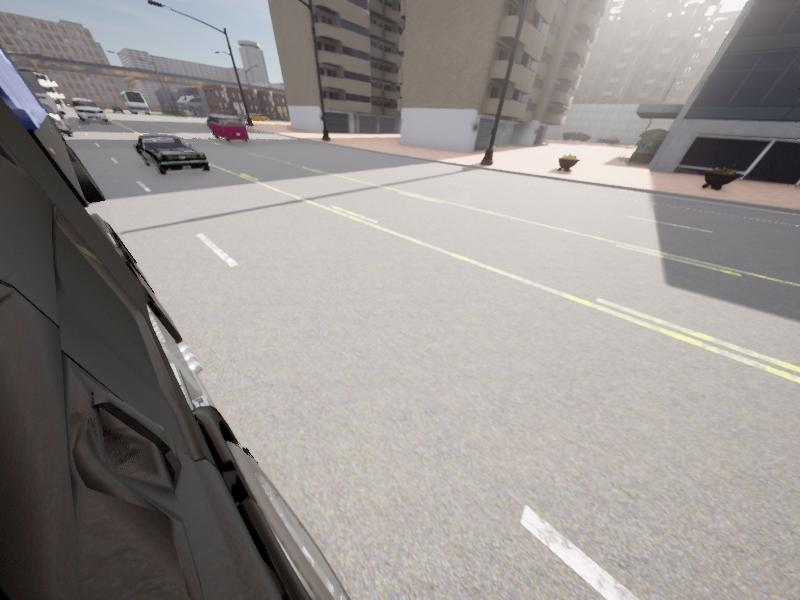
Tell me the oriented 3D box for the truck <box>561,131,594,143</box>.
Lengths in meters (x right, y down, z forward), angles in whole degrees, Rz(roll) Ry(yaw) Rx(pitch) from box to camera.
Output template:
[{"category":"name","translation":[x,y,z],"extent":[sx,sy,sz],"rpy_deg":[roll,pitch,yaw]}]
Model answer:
[{"category":"truck","translation":[45.962,-42.405,59.937],"extent":[6.274,2.098,2.390],"rpy_deg":[31,45,31]}]

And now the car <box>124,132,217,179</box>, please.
[{"category":"car","translation":[-10.867,-6.923,10.887],"extent":[4.718,1.301,1.895],"rpy_deg":[30,44,30]}]

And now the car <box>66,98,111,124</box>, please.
[{"category":"car","translation":[-37.031,-22.508,27.450],"extent":[5.566,2.045,2.150],"rpy_deg":[30,45,29]}]

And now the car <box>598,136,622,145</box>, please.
[{"category":"car","translation":[49.233,-37.296,54.110],"extent":[3.806,1.475,1.970],"rpy_deg":[31,45,31]}]

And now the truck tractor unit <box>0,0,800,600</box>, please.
[{"category":"truck tractor unit","translation":[-2.645,-0.295,0.351],"extent":[6.516,4.208,3.053],"rpy_deg":[28,44,30]}]

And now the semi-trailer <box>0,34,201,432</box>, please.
[{"category":"semi-trailer","translation":[-8.645,-3.673,4.232],"extent":[14.254,4.402,2.717],"rpy_deg":[29,44,30]}]

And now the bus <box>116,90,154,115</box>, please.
[{"category":"bus","translation":[-65.100,-48.307,56.679],"extent":[10.273,4.253,3.944],"rpy_deg":[32,46,32]}]

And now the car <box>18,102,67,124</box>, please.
[{"category":"car","translation":[-36.628,-19.184,23.698],"extent":[4.902,1.511,2.128],"rpy_deg":[30,45,29]}]

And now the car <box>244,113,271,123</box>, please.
[{"category":"car","translation":[-35.014,-44.914,56.977],"extent":[1.882,1.535,5.008],"rpy_deg":[31,45,31]}]

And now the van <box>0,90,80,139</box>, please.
[{"category":"van","translation":[-26.631,-13.682,17.064],"extent":[6.366,2.431,2.351],"rpy_deg":[30,45,29]}]

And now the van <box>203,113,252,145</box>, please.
[{"category":"van","translation":[-15.834,-15.731,21.190],"extent":[4.442,1.987,1.775],"rpy_deg":[30,45,29]}]
